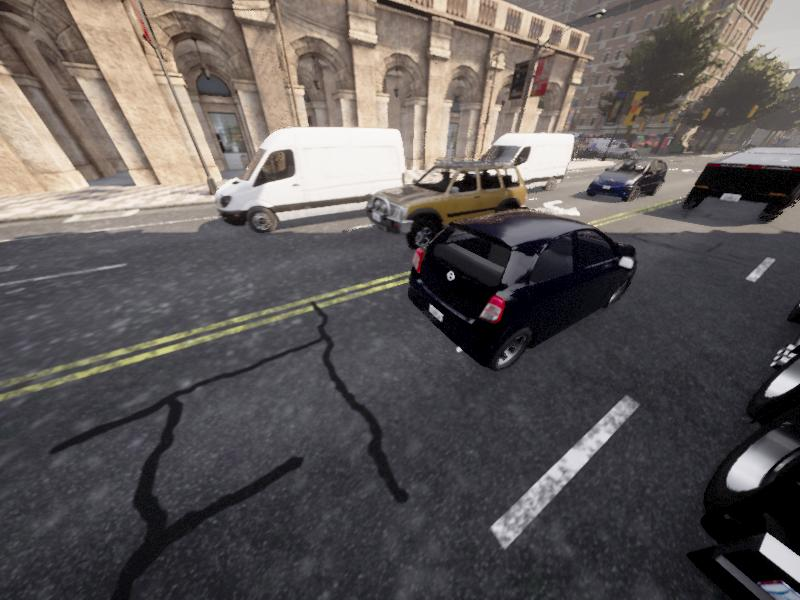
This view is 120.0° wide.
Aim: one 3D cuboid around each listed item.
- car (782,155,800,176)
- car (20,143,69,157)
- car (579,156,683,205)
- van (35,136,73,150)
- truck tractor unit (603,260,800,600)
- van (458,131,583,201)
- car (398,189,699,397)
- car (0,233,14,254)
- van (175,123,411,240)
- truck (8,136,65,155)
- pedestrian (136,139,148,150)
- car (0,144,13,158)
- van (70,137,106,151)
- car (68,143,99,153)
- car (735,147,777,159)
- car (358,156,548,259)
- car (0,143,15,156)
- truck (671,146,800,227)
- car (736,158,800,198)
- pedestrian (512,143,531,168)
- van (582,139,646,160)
[{"bbox_3d":[33.966,-11.040,18.937,4.181,1.385,1.994,-19,39,-25],"label":"car"},{"bbox_3d":[-52.405,-22.280,34.208,1.801,1.575,5.366,-18,39,-25],"label":"car"},{"bbox_3d":[10.992,-5.821,11.043,3.988,1.617,1.851,-18,39,-24],"label":"car"},{"bbox_3d":[-77.397,-35.273,51.801,1.988,2.561,5.915,-18,39,-25],"label":"van"},{"bbox_3d":[5.102,-0.310,0.790,6.516,4.208,3.053,-19,39,-24],"label":"truck tractor unit"},{"bbox_3d":[6.083,-6.908,11.754,5.915,2.561,1.988,-18,39,-25],"label":"van"},{"bbox_3d":[2.000,-0.545,3.460,3.633,1.501,1.845,-18,39,-24],"label":"car"},{"bbox_3d":[-10.815,-0.973,3.973,3.633,1.501,1.845,-18,39,-24],"label":"car"},{"bbox_3d":[-2.723,-4.041,7.560,5.915,2.561,1.988,-18,39,-24],"label":"van"},{"bbox_3d":[-59.287,-25.435,37.906,2.627,2.467,5.204,-18,39,-25],"label":"truck"},{"bbox_3d":[-54.480,-32.832,48.799,0.751,1.860,0.751,-8,36,-11],"label":"pedestrian"},{"bbox_3d":[-53.272,-19.151,29.728,1.789,1.549,3.705,-18,39,-24],"label":"car"},{"bbox_3d":[-68.713,-34.635,51.080,2.351,2.431,6.366,-18,39,-25],"label":"van"},{"bbox_3d":[-58.500,-28.170,42.789,1.970,1.475,3.806,-18,39,-25],"label":"car"},{"bbox_3d":[57.159,-23.660,37.113,4.974,1.542,2.038,-12,36,-17],"label":"car"},{"bbox_3d":[1.449,-2.811,6.409,4.605,1.855,1.932,-17,39,-24],"label":"car"},{"bbox_3d":[-60.113,-21.880,33.664,2.163,1.488,4.792,-18,39,-25],"label":"car"},{"bbox_3d":[14.084,-4.717,9.054,6.274,2.098,2.390,-18,39,-25],"label":"truck"},{"bbox_3d":[20.719,-6.669,12.456,3.806,1.475,1.970,-18,39,-25],"label":"car"},{"bbox_3d":[11.077,-13.146,21.039,0.751,1.860,0.751,-13,37,-18],"label":"pedestrian"},{"bbox_3d":[32.553,-23.212,35.487,2.351,2.431,6.366,-19,39,-26],"label":"van"}]
